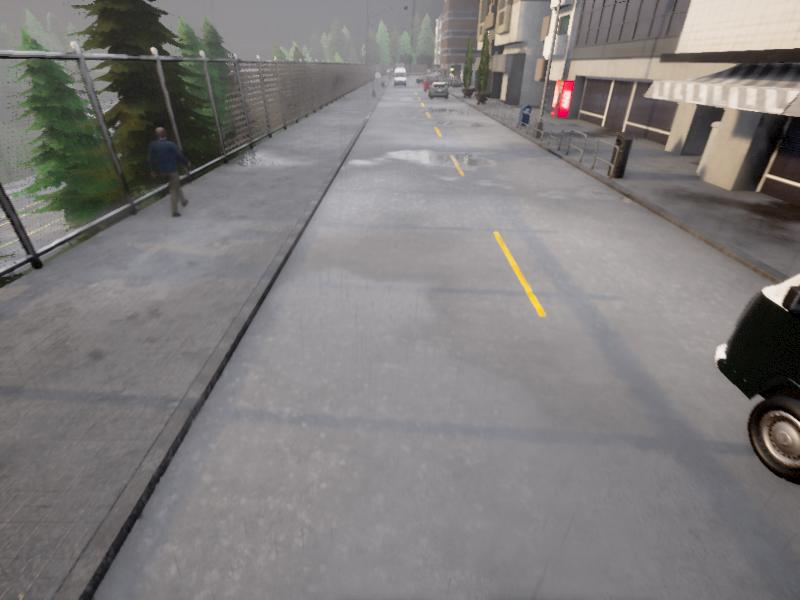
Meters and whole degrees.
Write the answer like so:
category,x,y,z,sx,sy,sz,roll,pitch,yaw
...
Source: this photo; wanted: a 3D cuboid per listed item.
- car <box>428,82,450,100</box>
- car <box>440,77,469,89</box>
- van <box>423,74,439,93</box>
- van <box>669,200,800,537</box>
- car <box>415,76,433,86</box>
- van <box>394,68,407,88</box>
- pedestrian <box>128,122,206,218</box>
category,x,y,z,sx,sy,sz,roll,pitch,yaw
car,4.035,-22.142,42.262,1.970,1.475,3.806,0,30,0
car,8.248,-32.710,60.362,3.806,1.475,1.970,-18,35,-28
van,4.043,-28.556,52.690,1.775,1.987,4.442,0,30,0
van,4.006,1.166,1.972,2.069,2.038,4.480,0,30,0
car,4.245,-38.933,71.053,1.895,1.301,4.718,-6,31,-11
van,0.054,-35.831,64.502,1.988,2.561,5.915,0,30,0
pedestrian,-4.942,-2.786,8.629,0.751,1.860,0.751,1,30,1
